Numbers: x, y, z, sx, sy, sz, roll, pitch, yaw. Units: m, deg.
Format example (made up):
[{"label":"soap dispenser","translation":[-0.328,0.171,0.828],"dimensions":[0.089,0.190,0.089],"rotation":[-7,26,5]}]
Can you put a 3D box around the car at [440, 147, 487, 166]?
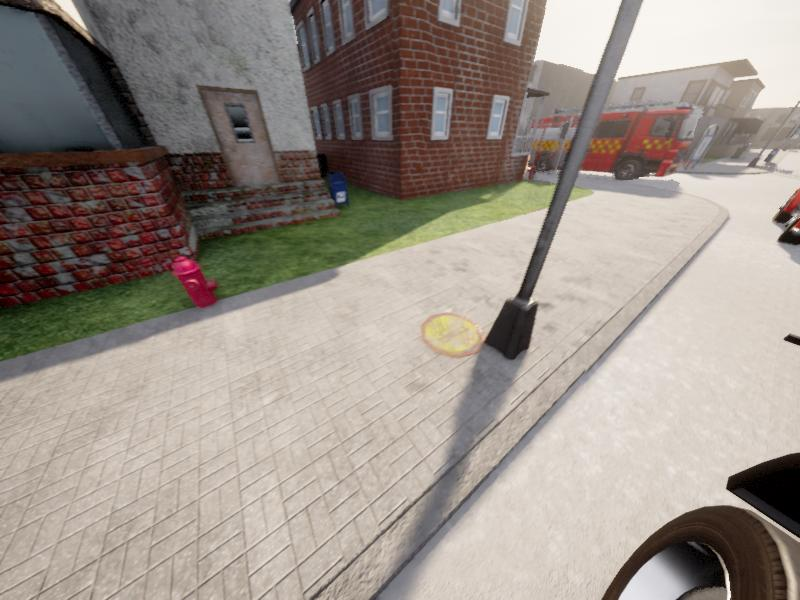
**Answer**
[{"label":"car","translation":[6.388,-14.812,23.681],"dimensions":[1.994,1.385,4.181],"rotation":[-22,41,-28]}]

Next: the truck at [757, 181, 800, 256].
[{"label":"truck","translation":[11.530,-2.502,5.245],"dimensions":[5.204,2.467,2.627],"rotation":[-22,41,-28]}]

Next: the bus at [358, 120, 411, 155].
[{"label":"bus","translation":[-2.886,-27.495,39.234],"dimensions":[3.944,4.253,10.273],"rotation":[-22,41,-28]}]

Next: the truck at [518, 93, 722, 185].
[{"label":"truck","translation":[13.013,-10.372,15.203],"dimensions":[2.891,3.827,8.468],"rotation":[-22,41,-28]}]

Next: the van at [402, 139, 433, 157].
[{"label":"van","translation":[2.442,-22.346,33.811],"dimensions":[2.069,2.038,4.480],"rotation":[-22,41,-28]}]

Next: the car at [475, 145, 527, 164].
[{"label":"car","translation":[10.501,-15.506,24.495],"dimensions":[2.007,1.525,4.514],"rotation":[-22,41,-28]}]
